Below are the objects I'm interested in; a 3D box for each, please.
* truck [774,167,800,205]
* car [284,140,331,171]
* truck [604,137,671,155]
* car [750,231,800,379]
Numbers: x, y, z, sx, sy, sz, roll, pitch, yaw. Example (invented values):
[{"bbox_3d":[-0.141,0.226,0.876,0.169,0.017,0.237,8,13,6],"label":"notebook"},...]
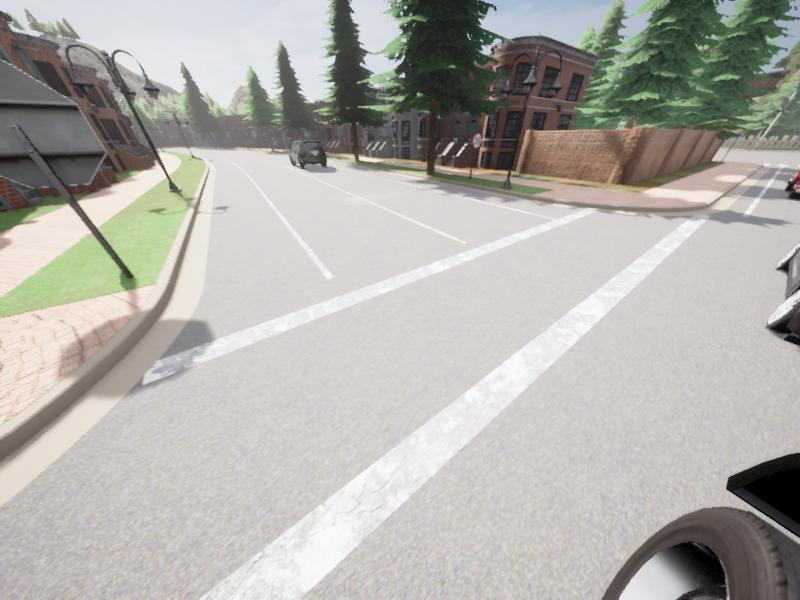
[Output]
[{"bbox_3d":[18.320,-5.313,9.131,5.204,2.467,2.627,-23,41,-27],"label":"truck"},{"bbox_3d":[-8.381,-13.036,20.622,2.150,2.045,5.566,-21,40,-27],"label":"car"},{"bbox_3d":[35.272,-23.094,34.555,2.390,2.098,6.274,-22,41,-28],"label":"truck"},{"bbox_3d":[7.005,-0.365,2.945,5.238,1.638,1.930,-22,41,-28],"label":"car"}]
